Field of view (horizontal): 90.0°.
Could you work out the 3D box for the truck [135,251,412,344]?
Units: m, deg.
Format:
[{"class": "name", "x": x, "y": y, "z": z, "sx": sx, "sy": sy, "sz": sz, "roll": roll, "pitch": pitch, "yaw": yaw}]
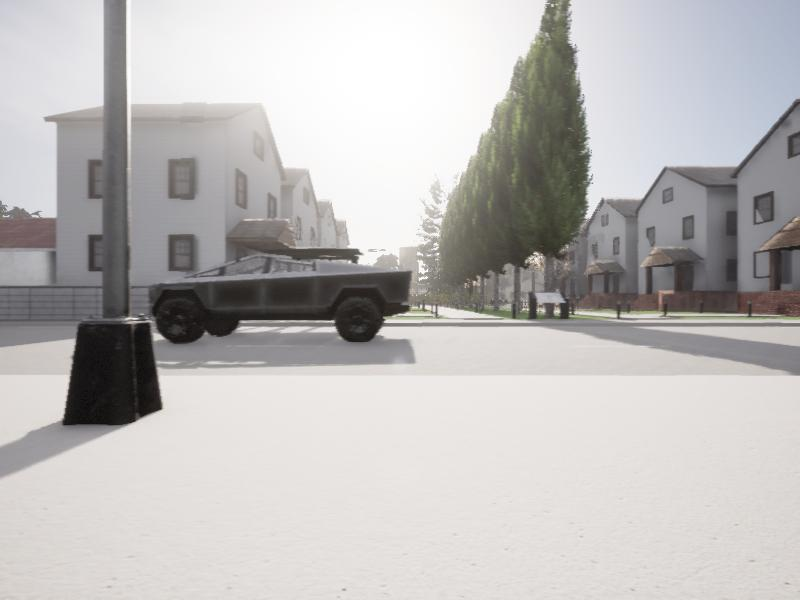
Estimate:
[{"class": "truck", "x": -2.859, "y": -0.057, "z": 10.232, "sx": 6.274, "sy": 2.098, "sz": 2.390, "roll": 0, "pitch": 0, "yaw": 0}]
